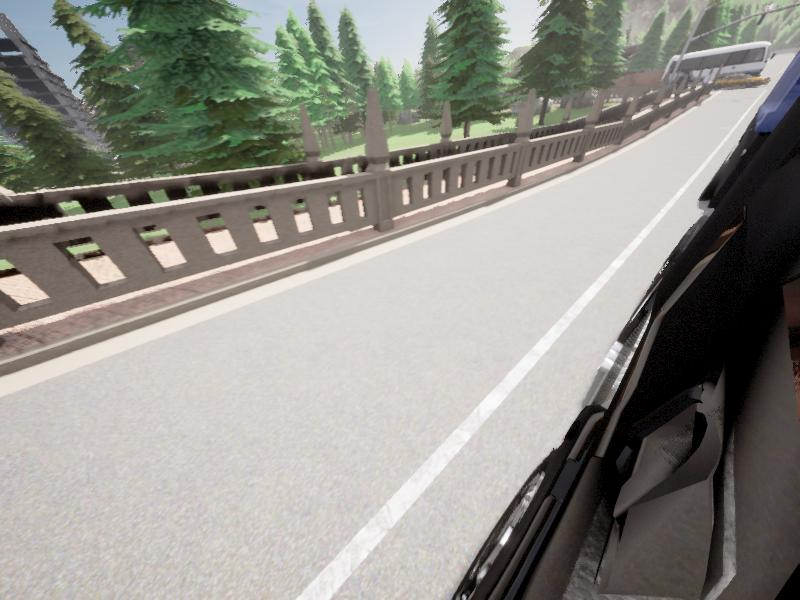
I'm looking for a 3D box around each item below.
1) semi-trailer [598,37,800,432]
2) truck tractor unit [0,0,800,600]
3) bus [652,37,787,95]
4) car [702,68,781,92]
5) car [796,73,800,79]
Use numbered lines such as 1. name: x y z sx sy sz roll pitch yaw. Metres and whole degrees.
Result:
1. semi-trailer: 8.668 -3.684 4.168 14.254 4.402 2.717 -29 44 -29
2. truck tractor unit: 2.645 -0.295 0.351 6.516 4.208 3.053 -28 44 -30
3. bus: 44.869 -33.232 33.235 3.944 4.253 10.273 -35 46 -27
4. car: 43.494 -28.205 29.704 1.801 1.575 5.366 -19 41 -11
5. car: 53.098 -28.621 28.331 3.988 1.617 1.851 18 47 29
